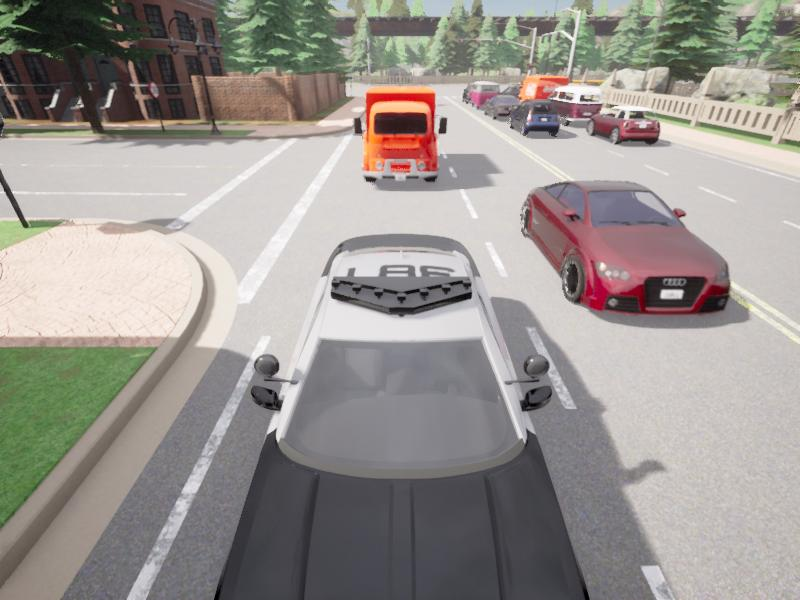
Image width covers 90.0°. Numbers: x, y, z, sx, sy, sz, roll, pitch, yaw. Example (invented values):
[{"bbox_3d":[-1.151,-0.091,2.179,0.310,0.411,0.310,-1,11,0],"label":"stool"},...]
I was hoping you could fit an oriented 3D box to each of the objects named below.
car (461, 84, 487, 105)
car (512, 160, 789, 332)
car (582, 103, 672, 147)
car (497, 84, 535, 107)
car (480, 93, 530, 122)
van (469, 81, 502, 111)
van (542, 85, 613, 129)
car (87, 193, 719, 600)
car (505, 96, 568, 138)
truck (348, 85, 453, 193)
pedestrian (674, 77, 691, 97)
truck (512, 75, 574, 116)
[{"bbox_3d":[7.019,-19.793,38.460,1.789,1.549,3.705,0,30,0],"label":"car"},{"bbox_3d":[3.507,-1.230,6.795,1.994,1.385,4.181,0,30,0],"label":"car"},{"bbox_3d":[10.514,-8.359,18.924,1.970,1.475,3.806,0,30,0],"label":"car"},{"bbox_3d":[10.518,-18.843,36.760,2.033,1.649,4.856,0,30,0],"label":"car"},{"bbox_3d":[7.018,-13.245,27.385,2.033,1.411,5.357,0,30,0],"label":"car"},{"bbox_3d":[7.017,-17.078,33.373,1.775,1.987,4.442,0,30,0],"label":"van"},{"bbox_3d":[10.515,-11.749,24.181,2.069,2.038,4.480,0,30,0],"label":"van"},{"bbox_3d":[0.010,0.625,3.361,1.930,1.638,5.238,0,30,0],"label":"car"},{"bbox_3d":[7.015,-9.697,21.086,1.851,1.617,3.988,0,30,0],"label":"car"},{"bbox_3d":[0.011,-5.385,12.828,2.627,2.467,5.204,0,30,0],"label":"truck"},{"bbox_3d":[31.571,-23.823,44.740,0.751,1.860,0.751,1,30,1],"label":"pedestrian"},{"bbox_3d":[10.520,-15.429,30.068,2.627,2.467,5.204,0,30,0],"label":"truck"}]
